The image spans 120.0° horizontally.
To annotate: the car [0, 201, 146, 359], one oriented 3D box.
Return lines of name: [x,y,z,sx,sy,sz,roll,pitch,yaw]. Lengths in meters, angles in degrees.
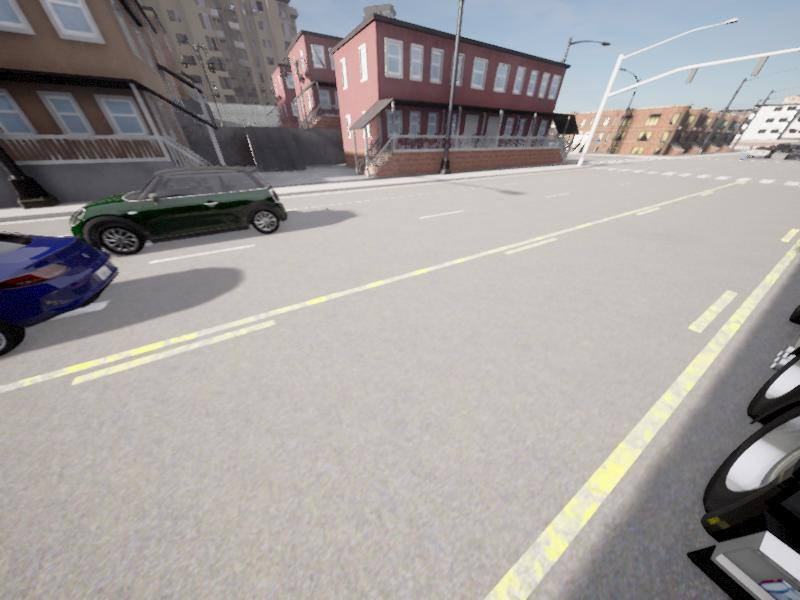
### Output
car: [-6.662,0.080,2.607,4.674,1.442,1.812,-18,39,-24]

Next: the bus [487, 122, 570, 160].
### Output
bus: [19.324,-24.771,36.072,3.944,4.253,10.273,-18,39,-24]

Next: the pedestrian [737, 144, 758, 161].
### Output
pedestrian: [47.544,-20.189,31.651,0.751,1.860,0.751,-21,40,-27]

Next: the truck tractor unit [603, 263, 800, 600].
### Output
truck tractor unit: [5.113,-0.295,0.800,6.516,4.208,3.053,-18,39,-24]

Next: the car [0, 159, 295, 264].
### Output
car: [-5.689,-2.693,6.299,4.553,1.767,2.097,-18,39,-24]
